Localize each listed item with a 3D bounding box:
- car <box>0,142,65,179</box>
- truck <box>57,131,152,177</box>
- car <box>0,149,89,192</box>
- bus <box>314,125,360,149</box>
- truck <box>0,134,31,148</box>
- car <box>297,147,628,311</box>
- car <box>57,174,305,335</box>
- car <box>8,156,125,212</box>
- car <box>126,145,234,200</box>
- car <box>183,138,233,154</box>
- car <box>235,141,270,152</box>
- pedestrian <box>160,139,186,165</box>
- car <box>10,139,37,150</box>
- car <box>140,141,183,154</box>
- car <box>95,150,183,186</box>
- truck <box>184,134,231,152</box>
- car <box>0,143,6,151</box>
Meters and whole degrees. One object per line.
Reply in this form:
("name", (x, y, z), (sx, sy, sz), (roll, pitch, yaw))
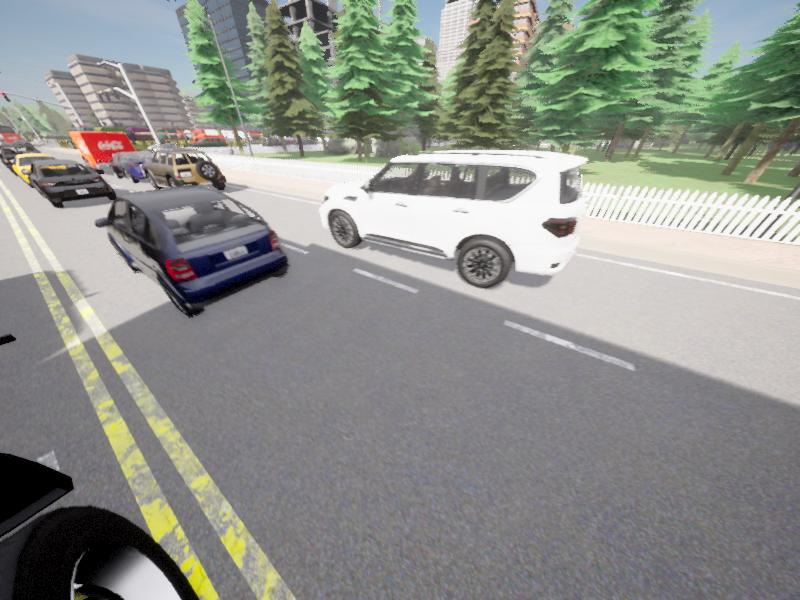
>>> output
("car", (-25.352, -9.560, 15.648), (4.605, 1.855, 1.932), (21, 40, 27))
("truck", (-21.308, -10.665, 16.733), (5.204, 2.467, 2.627), (21, 40, 27))
("car", (-19.474, -7.180, 12.576), (5.366, 1.575, 1.801), (21, 40, 27))
("bus", (-14.576, -38.580, 54.822), (3.944, 4.253, 10.273), (20, 40, 26))
("truck", (-85.091, -35.157, 50.977), (5.204, 2.467, 2.627), (21, 40, 27))
("car", (0.699, -2.048, 5.037), (5.566, 2.045, 2.150), (20, 40, 27))
("car", (-3.846, -1.169, 4.194), (3.705, 1.549, 1.789), (21, 40, 27))
("car", (-13.646, -4.899, 9.477), (4.193, 1.474, 1.816), (21, 40, 27))
("car", (-10.536, -6.288, 11.120), (4.605, 1.855, 1.932), (21, 40, 27))
("car", (-31.629, -25.680, 38.316), (2.150, 2.045, 5.566), (20, 40, 26))
("car", (-27.683, -29.097, 43.640), (2.038, 1.542, 4.974), (20, 40, 26))
("pedestrian", (-19.611, -12.814, 20.016), (0.751, 1.860, 0.751), (21, 40, 27))
("car", (-72.567, -30.007, 44.493), (5.238, 1.638, 1.930), (21, 40, 27))
("car", (-37.429, -24.060, 36.356), (1.851, 1.617, 3.988), (22, 40, 27))
("car", (-15.987, -8.217, 14.160), (4.792, 1.488, 2.163), (21, 40, 27))
("truck", (-33.768, -27.692, 40.795), (2.627, 2.467, 5.204), (20, 39, 25))
("car", (-74.142, -28.119, 41.964), (4.514, 1.525, 2.007), (21, 40, 27))
